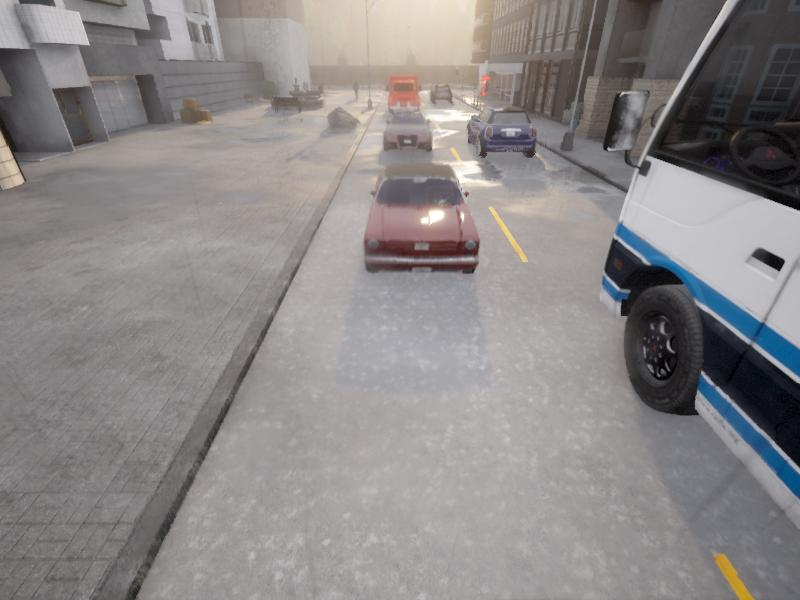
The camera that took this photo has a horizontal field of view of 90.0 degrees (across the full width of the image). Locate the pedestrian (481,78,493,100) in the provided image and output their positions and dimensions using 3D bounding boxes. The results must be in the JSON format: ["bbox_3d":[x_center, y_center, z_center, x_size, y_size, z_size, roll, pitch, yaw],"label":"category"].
[{"bbox_3d":[8.634,-20.977,39.815,0.751,1.860,0.751,-11,32,-17],"label":"pedestrian"}]

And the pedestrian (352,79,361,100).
[{"bbox_3d":[-4.318,-20.919,39.726,0.751,1.860,0.751,-3,30,-5],"label":"pedestrian"}]

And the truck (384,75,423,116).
[{"bbox_3d":[0.304,-15.418,29.975,2.627,2.467,5.204,1,30,1],"label":"truck"}]

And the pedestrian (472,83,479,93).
[{"bbox_3d":[9.634,-27.130,51.098,0.500,1.100,0.500,-21,36,-31],"label":"pedestrian"}]

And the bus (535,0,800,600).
[{"bbox_3d":[3.911,0.933,0.198,3.944,4.253,10.273,0,30,0],"label":"bus"}]

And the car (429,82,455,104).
[{"bbox_3d":[3.978,-20.111,38.828,2.033,1.649,4.856,0,30,0],"label":"car"}]

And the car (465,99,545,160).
[{"bbox_3d":[4.067,-7.125,16.431,2.097,1.767,4.553,0,30,1],"label":"car"}]

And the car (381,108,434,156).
[{"bbox_3d":[0.351,-7.305,17.163,1.994,1.385,4.181,1,30,1],"label":"car"}]

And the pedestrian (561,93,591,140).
[{"bbox_3d":[7.986,-8.346,18.203,0.751,1.860,0.751,4,31,7],"label":"pedestrian"}]

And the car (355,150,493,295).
[{"bbox_3d":[0.372,-1.832,7.864,1.895,1.301,4.718,1,30,1],"label":"car"}]
